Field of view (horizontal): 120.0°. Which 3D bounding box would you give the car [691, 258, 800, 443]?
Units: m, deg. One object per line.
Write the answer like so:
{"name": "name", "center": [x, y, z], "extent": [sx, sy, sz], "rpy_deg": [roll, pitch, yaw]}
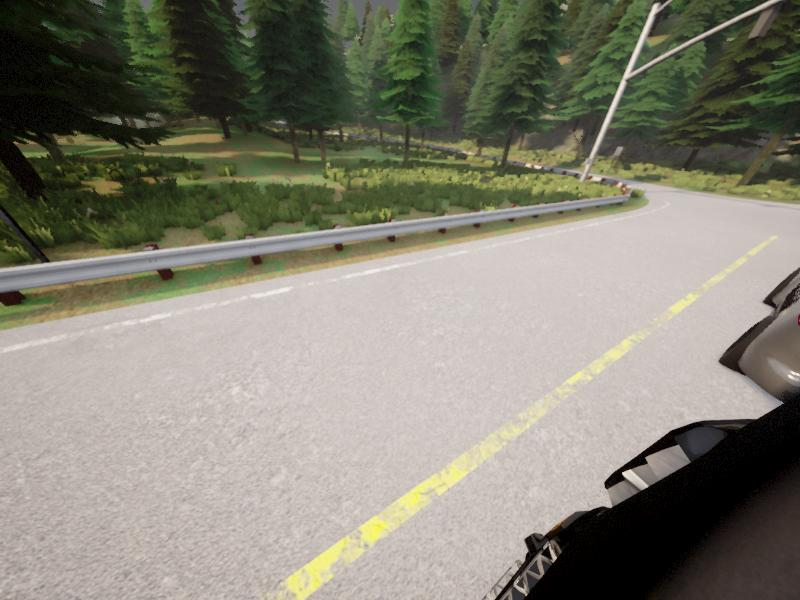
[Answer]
{"name": "car", "center": [5.917, 0.250, 2.381], "extent": [4.611, 1.667, 2.242], "rpy_deg": [-16, 38, -26]}
